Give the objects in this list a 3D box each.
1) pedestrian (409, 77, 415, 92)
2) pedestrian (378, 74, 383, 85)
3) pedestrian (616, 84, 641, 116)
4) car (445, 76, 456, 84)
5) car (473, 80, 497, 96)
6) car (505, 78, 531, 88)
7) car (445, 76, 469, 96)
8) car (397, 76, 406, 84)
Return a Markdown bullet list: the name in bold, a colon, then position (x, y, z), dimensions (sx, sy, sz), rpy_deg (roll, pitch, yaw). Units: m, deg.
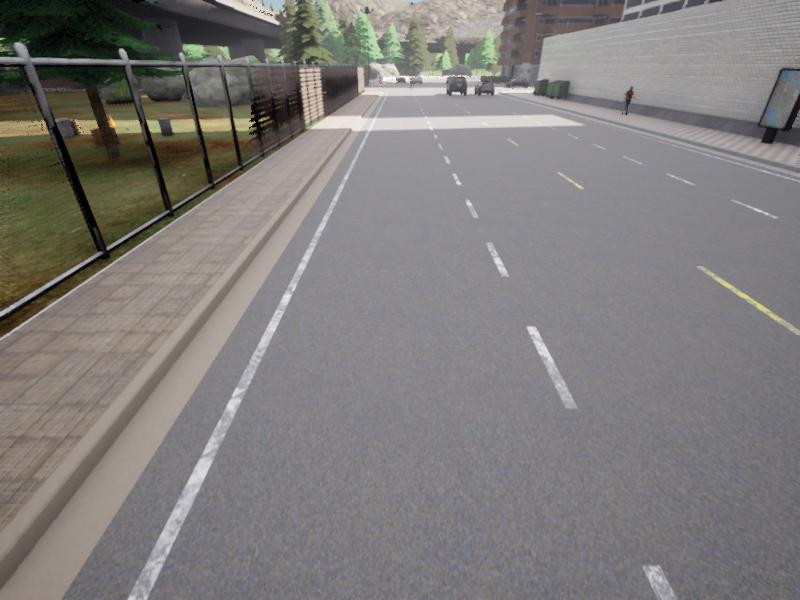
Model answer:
- **pedestrian**: position (1.728, -31.444, 58.310), dimensions (0.751, 1.860, 0.751), rpy_deg (-3, 30, -5)
- **pedestrian**: position (-3.605, -40.859, 74.088), dimensions (0.751, 1.860, 0.751), rpy_deg (-5, 30, -8)
- **pedestrian**: position (15.405, -13.486, 27.017), dimensions (0.751, 1.860, 0.751), rpy_deg (2, 30, 3)
- **car**: position (10.671, -46.313, 84.184), dimensions (1.816, 1.474, 4.193), rpy_deg (0, 30, 0)
- **car**: position (10.608, -26.679, 50.269), dimensions (2.033, 1.649, 4.856), rpy_deg (0, 30, 0)
- **car**: position (19.906, -36.747, 67.758), dimensions (3.705, 1.549, 1.789), rpy_deg (0, 30, 0)
- **car**: position (7.108, -26.892, 50.237), dimensions (2.150, 2.045, 5.566), rpy_deg (0, 30, 0)
- **car**: position (0.229, -47.239, 85.958), dimensions (1.895, 1.301, 4.718), rpy_deg (0, 30, 0)
